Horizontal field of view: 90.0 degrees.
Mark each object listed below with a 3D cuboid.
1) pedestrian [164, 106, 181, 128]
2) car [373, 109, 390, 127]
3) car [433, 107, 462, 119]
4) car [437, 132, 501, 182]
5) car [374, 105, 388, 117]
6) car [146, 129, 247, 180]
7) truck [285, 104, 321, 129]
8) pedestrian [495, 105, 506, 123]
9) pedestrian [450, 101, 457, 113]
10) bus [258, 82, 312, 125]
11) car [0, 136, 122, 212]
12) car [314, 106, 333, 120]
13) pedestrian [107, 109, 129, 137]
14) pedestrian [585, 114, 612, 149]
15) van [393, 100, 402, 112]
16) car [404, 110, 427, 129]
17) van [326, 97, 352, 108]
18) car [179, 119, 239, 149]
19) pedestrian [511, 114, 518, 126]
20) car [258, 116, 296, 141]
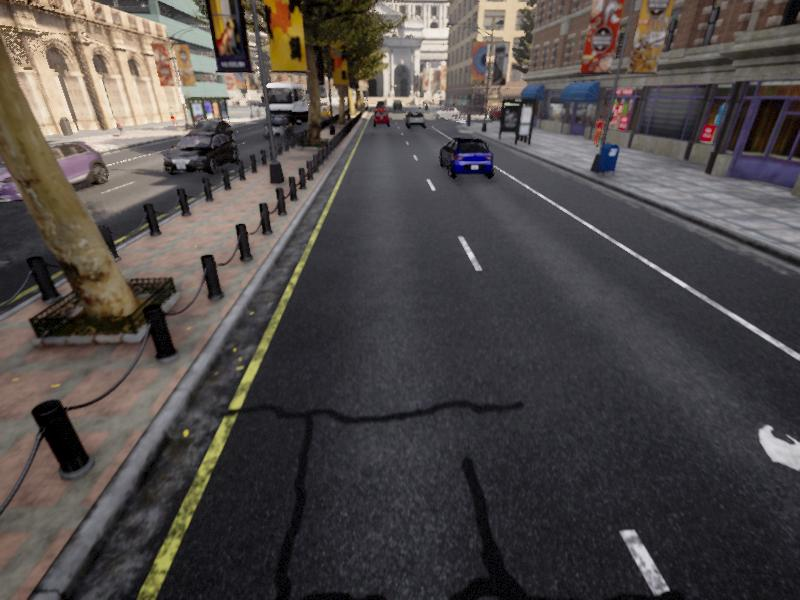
[{"bbox_3d":[-22.078,-17.785,38.856,0.751,1.860,0.751,2,27,4],"label":"pedestrian"},{"bbox_3d":[-2.047,-19.983,43.872,1.789,1.549,3.705,-1,27,-2],"label":"car"},{"bbox_3d":[6.619,-26.235,56.085,3.633,1.501,1.845,10,29,18],"label":"car"},{"bbox_3d":[2.794,-6.268,17.233,1.816,1.474,4.193,-1,27,-2],"label":"car"},{"bbox_3d":[-2.984,-29.544,62.531,2.007,1.525,4.514,-1,27,-2],"label":"car"},{"bbox_3d":[-8.748,-6.609,17.850,2.128,1.511,4.902,-1,27,-2],"label":"car"},{"bbox_3d":[-9.942,-19.060,41.473,2.390,2.098,6.274,-1,27,-2],"label":"truck"},{"bbox_3d":[11.395,-21.151,45.430,0.751,1.860,0.751,-2,27,-3],"label":"pedestrian"},{"bbox_3d":[9.198,-33.051,68.620,0.751,1.860,0.751,-9,29,-18],"label":"pedestrian"},{"bbox_3d":[-13.721,-24.238,49.205,3.944,4.253,10.273,-1,27,-3],"label":"bus"},{"bbox_3d":[-12.030,-4.401,13.420,2.033,1.649,4.856,-1,27,-2],"label":"car"},{"bbox_3d":[-10.666,-26.237,56.025,1.801,1.575,5.366,-1,27,-2],"label":"car"},{"bbox_3d":[-21.394,-13.435,30.380,0.751,1.860,0.751,-6,28,-12],"label":"pedestrian"},{"bbox_3d":[11.635,-9.901,23.508,0.751,1.860,0.751,-3,27,-6],"label":"pedestrian"},{"bbox_3d":[-0.522,-39.923,82.255,1.775,1.987,4.442,-1,27,-2],"label":"van"},{"bbox_3d":[1.564,-18.867,41.727,2.007,1.525,4.514,-1,27,-2],"label":"car"},{"bbox_3d":[-15.683,-50.779,102.910,6.366,2.431,2.351,-1,27,-2],"label":"van"},{"bbox_3d":[-12.713,-11.322,27.056,1.837,1.490,4.892,-1,27,-2],"label":"car"},{"bbox_3d":[11.828,-18.607,41.306,0.500,1.100,0.500,6,28,12],"label":"pedestrian"},{"bbox_3d":[-9.400,-13.288,30.848,1.845,1.501,3.633,-1,27,-2],"label":"car"}]
